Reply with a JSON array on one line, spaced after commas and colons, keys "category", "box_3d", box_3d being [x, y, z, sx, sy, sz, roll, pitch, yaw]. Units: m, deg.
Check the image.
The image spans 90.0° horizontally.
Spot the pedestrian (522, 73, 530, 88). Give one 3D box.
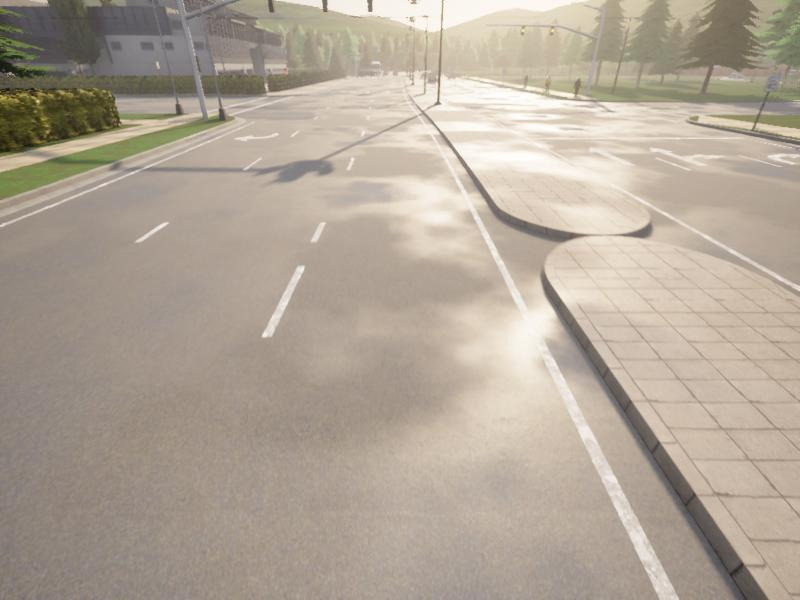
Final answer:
[{"category": "pedestrian", "box_3d": [19.157, -33.288, 60.672, 0.751, 1.860, 0.751, 1, 30, 1]}]

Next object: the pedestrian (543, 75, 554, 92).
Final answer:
[{"category": "pedestrian", "box_3d": [18.930, -27.663, 51.061, 0.751, 1.860, 0.751, 1, 30, 1]}]

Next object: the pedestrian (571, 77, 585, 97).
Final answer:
[{"category": "pedestrian", "box_3d": [18.700, -22.409, 42.086, 0.751, 1.860, 0.751, 1, 30, 2]}]

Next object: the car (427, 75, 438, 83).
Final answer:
[{"category": "car", "box_3d": [6.809, -46.319, 83.769, 1.994, 1.385, 4.181, 0, 30, 0]}]
